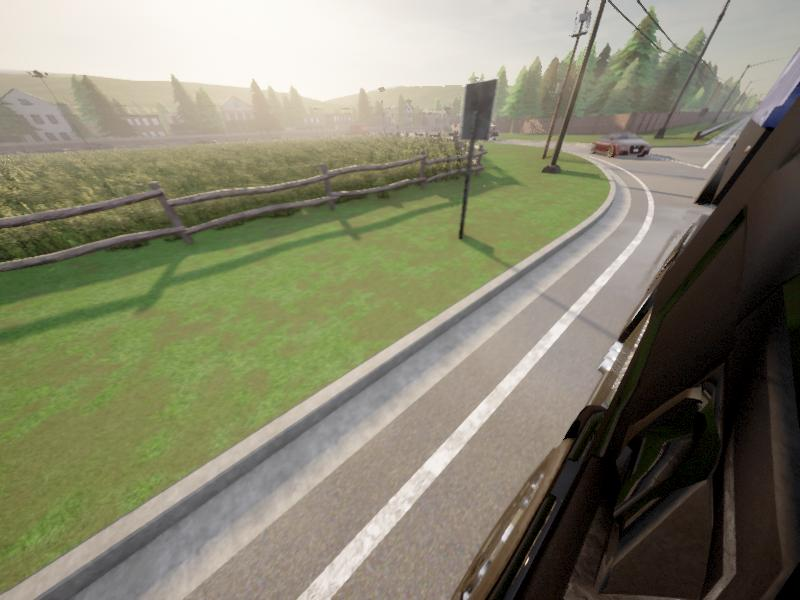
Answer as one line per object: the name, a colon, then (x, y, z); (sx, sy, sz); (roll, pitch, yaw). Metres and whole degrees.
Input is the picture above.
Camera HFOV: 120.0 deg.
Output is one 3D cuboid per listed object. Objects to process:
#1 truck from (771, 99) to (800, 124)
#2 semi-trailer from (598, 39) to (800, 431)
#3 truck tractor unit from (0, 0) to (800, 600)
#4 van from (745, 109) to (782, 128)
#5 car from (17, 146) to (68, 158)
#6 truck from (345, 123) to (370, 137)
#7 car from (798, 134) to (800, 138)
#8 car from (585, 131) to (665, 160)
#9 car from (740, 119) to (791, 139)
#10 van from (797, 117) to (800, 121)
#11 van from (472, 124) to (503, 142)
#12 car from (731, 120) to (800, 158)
truck: (80.174, -38.537, 47.229); (8.468, 3.827, 2.891); (-28, 44, -30)
semi-trailer: (8.678, -3.607, 4.265); (14.254, 4.402, 2.717); (-28, 44, -30)
truck tractor unit: (2.645, -0.295, 0.351); (6.516, 4.208, 3.053); (-28, 44, -30)
van: (62.499, -31.315, 39.793); (6.366, 2.431, 2.351); (-28, 44, -30)
car: (-71.608, -29.823, 46.410); (5.238, 1.638, 1.930); (-28, 44, -30)
truck: (-15.534, -62.943, 85.544); (8.468, 3.827, 2.891); (-28, 44, -30)
car: (39.266, -15.866, 21.294); (4.892, 1.490, 1.837); (-27, 43, -30)
car: (15.177, -10.744, 15.973); (1.994, 1.385, 4.181); (4, 37, 9)
car: (36.972, -17.381, 23.463); (4.792, 1.488, 2.163); (-28, 44, -30)
van: (94.869, -42.841, 53.653); (4.442, 1.987, 1.775); (-28, 44, -30)
van: (13.035, -25.109, 34.751); (2.069, 2.038, 4.480); (-11, 37, -11)
car: (23.500, -10.288, 14.660); (5.027, 1.651, 2.152); (-28, 44, -30)
